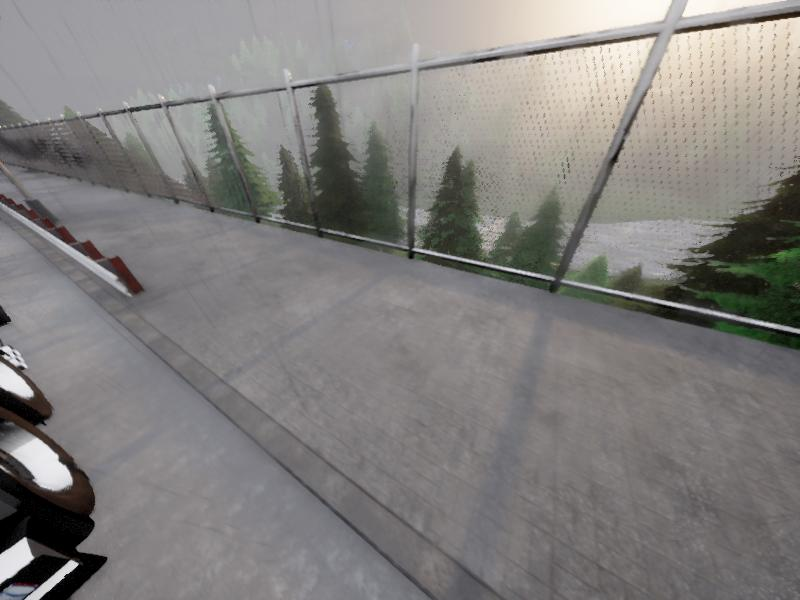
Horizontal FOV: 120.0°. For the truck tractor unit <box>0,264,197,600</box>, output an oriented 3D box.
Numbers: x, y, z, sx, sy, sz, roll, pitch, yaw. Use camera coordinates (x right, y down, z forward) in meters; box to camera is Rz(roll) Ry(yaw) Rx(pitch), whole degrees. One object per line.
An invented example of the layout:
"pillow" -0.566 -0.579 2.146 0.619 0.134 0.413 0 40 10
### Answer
"truck tractor unit" -5.114 -0.296 0.786 6.516 4.208 3.053 18 39 24
